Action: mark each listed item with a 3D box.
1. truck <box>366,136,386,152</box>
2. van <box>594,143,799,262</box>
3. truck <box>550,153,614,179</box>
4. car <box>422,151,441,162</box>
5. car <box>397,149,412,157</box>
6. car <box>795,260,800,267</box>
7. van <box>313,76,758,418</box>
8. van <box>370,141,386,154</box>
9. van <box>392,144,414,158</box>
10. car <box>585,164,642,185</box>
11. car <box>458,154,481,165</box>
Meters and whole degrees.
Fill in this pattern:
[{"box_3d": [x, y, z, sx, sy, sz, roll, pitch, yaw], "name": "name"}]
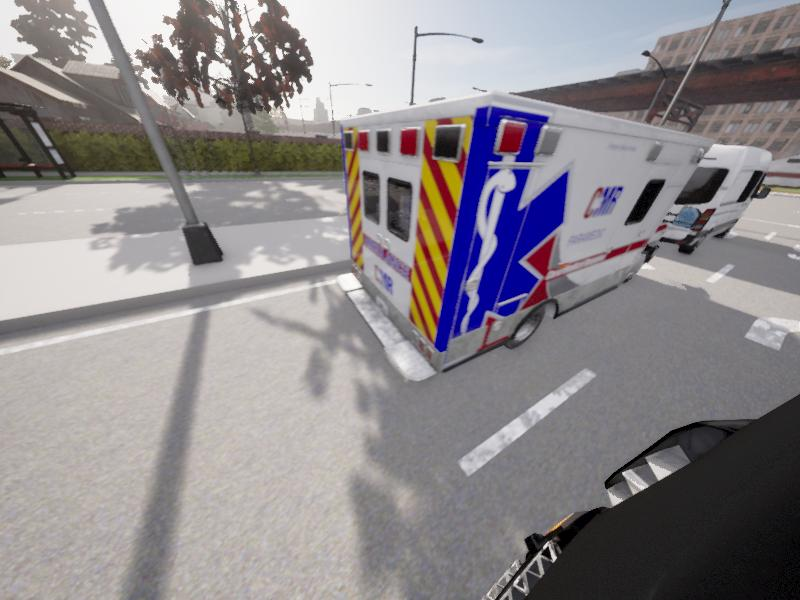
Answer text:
[{"box_3d": [-7.583, -48.419, 71.672, 2.891, 3.827, 8.468, -16, 39, -26], "name": "truck"}, {"box_3d": [9.387, -3.271, 7.345, 5.915, 2.561, 1.988, -16, 38, -26], "name": "van"}, {"box_3d": [22.604, -16.962, 29.094, 2.627, 2.467, 5.204, -16, 38, -26], "name": "truck"}, {"box_3d": [6.282, -29.079, 46.800, 1.789, 1.549, 3.705, -16, 38, -26], "name": "car"}, {"box_3d": [1.175, -38.215, 59.911, 1.994, 1.385, 4.181, -16, 39, -26], "name": "car"}, {"box_3d": [12.517, -1.484, 5.813, 3.633, 1.501, 1.845, -15, 38, -26], "name": "car"}, {"box_3d": [2.317, -1.226, 3.798, 6.366, 2.431, 2.351, -16, 38, -26], "name": "van"}, {"box_3d": [-6.272, -42.490, 64.328, 1.988, 2.561, 5.915, -16, 39, -26], "name": "van"}, {"box_3d": [0.596, -35.283, 54.665, 2.351, 2.431, 6.366, -16, 39, -26], "name": "van"}, {"box_3d": [22.135, -13.134, 24.122, 1.789, 1.549, 3.705, -16, 38, -26], "name": "car"}, {"box_3d": [12.928, -26.260, 43.180, 1.845, 1.501, 3.633, -16, 38, -26], "name": "car"}]
